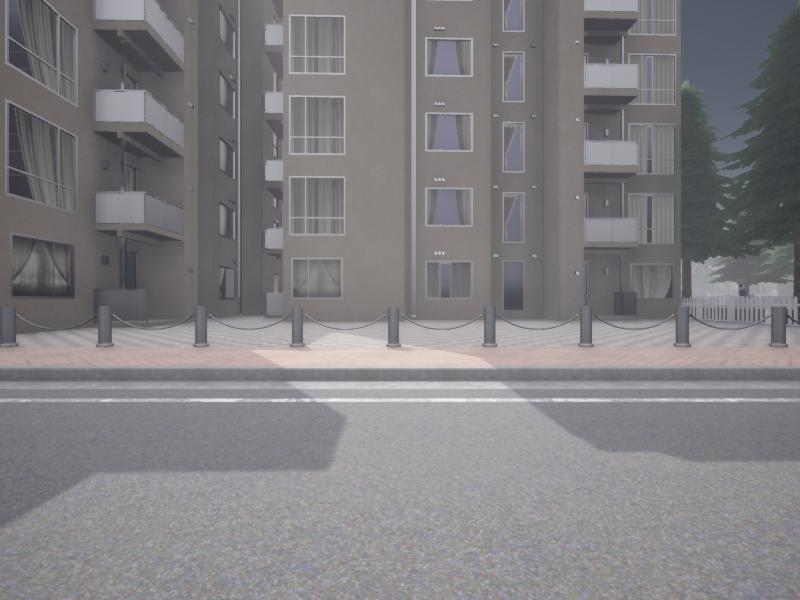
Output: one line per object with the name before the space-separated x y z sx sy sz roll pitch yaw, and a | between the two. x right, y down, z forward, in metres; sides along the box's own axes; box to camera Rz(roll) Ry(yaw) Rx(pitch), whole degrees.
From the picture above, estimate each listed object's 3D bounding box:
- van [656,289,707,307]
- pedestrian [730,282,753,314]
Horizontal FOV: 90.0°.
van | 40.253 -0.277 57.331 5.915 2.561 1.988 0 0 -1
pedestrian | 20.385 -0.100 23.883 0.751 1.860 0.751 0 0 -1
